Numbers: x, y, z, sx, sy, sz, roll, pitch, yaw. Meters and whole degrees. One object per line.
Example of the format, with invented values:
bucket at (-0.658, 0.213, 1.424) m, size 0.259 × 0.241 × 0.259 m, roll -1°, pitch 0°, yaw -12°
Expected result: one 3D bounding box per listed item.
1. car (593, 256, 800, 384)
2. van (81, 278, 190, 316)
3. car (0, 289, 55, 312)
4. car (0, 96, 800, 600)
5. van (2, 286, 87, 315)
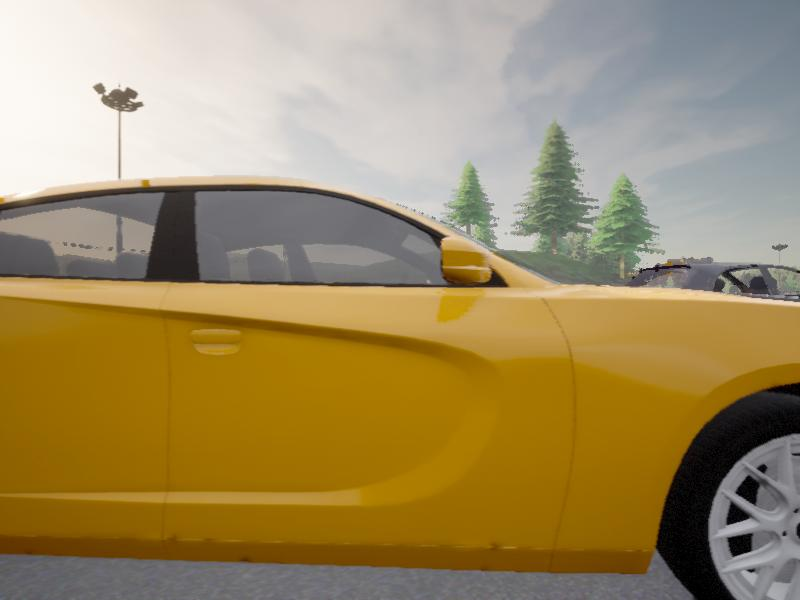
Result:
car at (5.054, 0.231, 5.799) m, size 3.633 × 1.501 × 1.845 m, roll 0°, pitch 0°, yaw -6°
van at (-19.022, -0.204, 29.235) m, size 2.351 × 2.431 × 6.366 m, roll 0°, pitch 0°, yaw 24°
car at (-32.341, 0.073, 33.703) m, size 1.932 × 1.855 × 4.605 m, roll 0°, pitch 0°, yaw 23°
car at (-0.451, 0.225, 2.085) m, size 5.008 × 1.535 × 1.882 m, roll 0°, pitch 0°, yaw 3°
van at (-26.340, 0.016, 29.862) m, size 1.775 × 1.987 × 4.442 m, roll 0°, pitch 0°, yaw 23°
